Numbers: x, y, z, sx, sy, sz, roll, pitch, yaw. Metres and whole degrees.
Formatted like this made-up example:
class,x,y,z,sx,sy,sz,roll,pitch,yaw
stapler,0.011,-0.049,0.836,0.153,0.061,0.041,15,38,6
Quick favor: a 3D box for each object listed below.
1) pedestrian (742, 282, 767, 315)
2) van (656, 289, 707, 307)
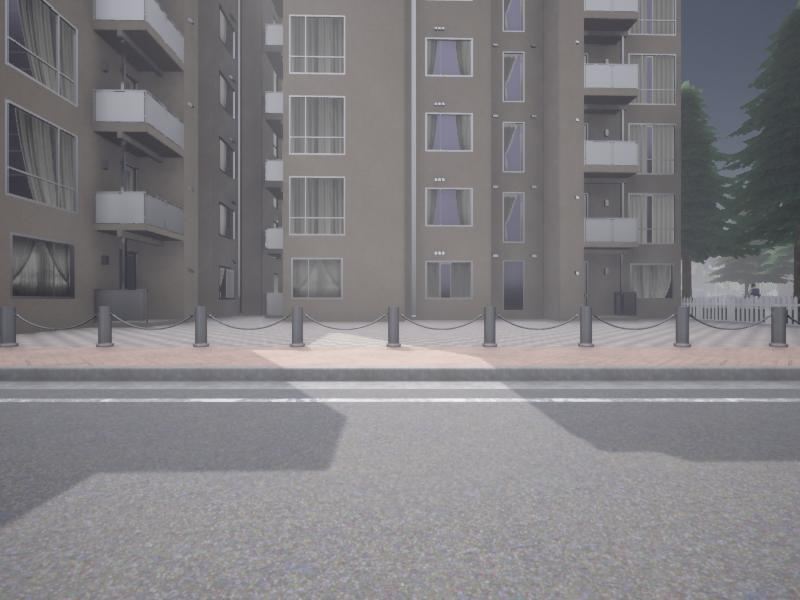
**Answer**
class,x,y,z,sx,sy,sz,roll,pitch,yaw
pedestrian,20.406,-0.100,23.033,0.751,1.860,0.751,0,0,-1
van,40.253,-0.277,57.331,5.915,2.561,1.988,0,0,-1
